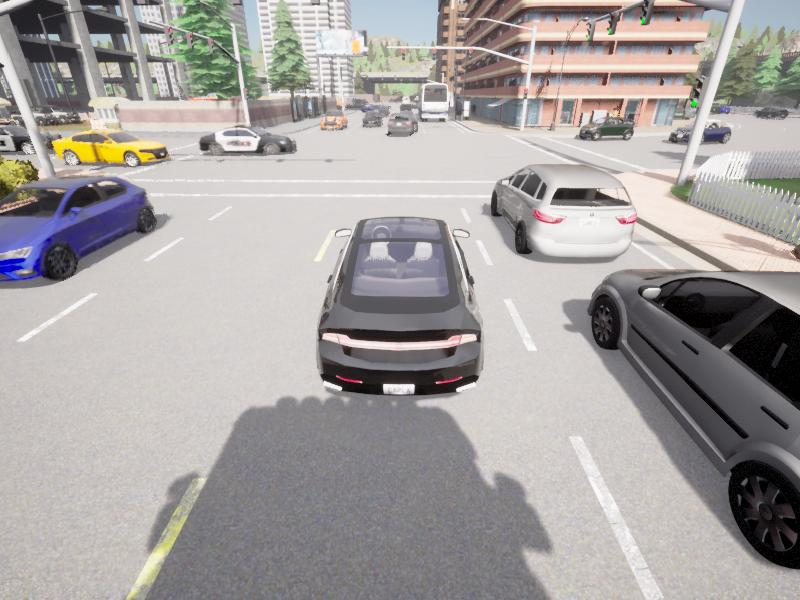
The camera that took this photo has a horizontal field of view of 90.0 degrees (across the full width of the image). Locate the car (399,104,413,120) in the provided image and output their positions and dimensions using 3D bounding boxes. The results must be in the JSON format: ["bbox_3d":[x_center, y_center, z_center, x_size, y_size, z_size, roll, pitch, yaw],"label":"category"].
[{"bbox_3d":[0.819,-26.457,56.118,1.905,1.878,3.866,0,27,1],"label":"car"}]

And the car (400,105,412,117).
[{"bbox_3d":[0.930,-29.947,63.305,1.801,1.575,5.366,0,27,1],"label":"car"}]

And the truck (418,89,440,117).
[{"bbox_3d":[4.445,-31.277,63.389,2.891,3.827,8.468,0,27,1],"label":"truck"}]

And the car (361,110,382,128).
[{"bbox_3d":[-2.902,-19.095,42.208,1.837,1.490,4.892,0,27,1],"label":"car"}]

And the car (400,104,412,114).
[{"bbox_3d":[1.045,-33.693,70.552,2.038,1.542,4.974,0,27,1],"label":"car"}]

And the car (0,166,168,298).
[{"bbox_3d":[-6.941,-1.644,8.216,1.816,1.474,4.193,0,27,0],"label":"car"}]

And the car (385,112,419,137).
[{"bbox_3d":[0.250,-14.946,33.897,2.242,1.667,4.611,4,27,7],"label":"car"}]

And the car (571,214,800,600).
[{"bbox_3d":[3.495,0.484,3.924,1.851,1.617,3.988,0,27,1],"label":"car"}]

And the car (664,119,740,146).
[{"bbox_3d":[20.351,-11.370,27.048,3.806,1.475,1.970,-9,29,-18],"label":"car"}]

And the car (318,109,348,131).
[{"bbox_3d":[-6.453,-17.657,39.076,2.097,1.767,4.553,0,27,1],"label":"car"}]

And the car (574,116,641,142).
[{"bbox_3d":[15.049,-12.477,29.122,3.705,1.549,1.789,-5,28,-10],"label":"car"}]

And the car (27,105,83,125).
[{"bbox_3d":[-36.820,-19.818,42.770,3.866,1.878,1.905,0,27,1],"label":"car"}]

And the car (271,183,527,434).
[{"bbox_3d":[0.024,-0.454,5.857,2.128,1.511,4.902,0,27,1],"label":"car"}]

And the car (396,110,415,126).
[{"bbox_3d":[0.667,-21.039,46.107,2.033,1.411,5.357,0,27,1],"label":"car"}]

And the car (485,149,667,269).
[{"bbox_3d":[3.606,-2.398,9.471,2.242,1.667,4.611,1,27,1],"label":"car"}]

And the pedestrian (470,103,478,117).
[{"bbox_3d":[10.502,-27.062,56.947,0.751,1.860,0.751,-5,28,-10],"label":"pedestrian"}]

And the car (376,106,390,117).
[{"bbox_3d":[-2.597,-29.064,61.626,1.837,1.490,4.892,0,27,1],"label":"car"}]

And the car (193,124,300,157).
[{"bbox_3d":[-8.395,-8.904,22.282,4.974,1.542,2.038,0,27,0],"label":"car"}]

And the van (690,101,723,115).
[{"bbox_3d":[51.571,-32.389,67.452,1.775,1.987,4.442,1,27,1],"label":"van"}]

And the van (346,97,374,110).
[{"bbox_3d":[-8.983,-44.369,90.275,5.915,2.561,1.988,1,27,1],"label":"van"}]

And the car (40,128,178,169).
[{"bbox_3d":[-13.565,-7.196,18.851,5.008,1.535,1.882,4,27,7],"label":"car"}]

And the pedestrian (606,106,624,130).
[{"bbox_3d":[19.214,-16.276,35.803,0.751,1.860,0.751,-5,28,-9],"label":"pedestrian"}]

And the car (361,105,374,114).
[{"bbox_3d":[-5.928,-34.495,72.428,1.895,1.301,4.718,0,27,1],"label":"car"}]

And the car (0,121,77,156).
[{"bbox_3d":[-21.650,-9.032,22.314,5.238,1.638,1.930,0,27,0],"label":"car"}]

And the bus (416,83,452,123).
[{"bbox_3d":[4.141,-25.660,51.985,3.944,4.253,10.273,0,27,1],"label":"bus"}]

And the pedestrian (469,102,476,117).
[{"bbox_3d":[10.700,-28.002,58.779,0.751,1.860,0.751,0,27,-1],"label":"pedestrian"}]

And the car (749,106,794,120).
[{"bbox_3d":[51.036,-25.774,55.091,1.837,1.490,4.892,3,27,6],"label":"car"}]

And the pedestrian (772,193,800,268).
[{"bbox_3d":[7.766,-1.535,7.195,0.751,1.860,0.751,0,27,0],"label":"pedestrian"}]

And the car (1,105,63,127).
[{"bbox_3d":[-36.857,-18.475,40.153,3.866,1.878,1.905,0,27,1],"label":"car"}]
